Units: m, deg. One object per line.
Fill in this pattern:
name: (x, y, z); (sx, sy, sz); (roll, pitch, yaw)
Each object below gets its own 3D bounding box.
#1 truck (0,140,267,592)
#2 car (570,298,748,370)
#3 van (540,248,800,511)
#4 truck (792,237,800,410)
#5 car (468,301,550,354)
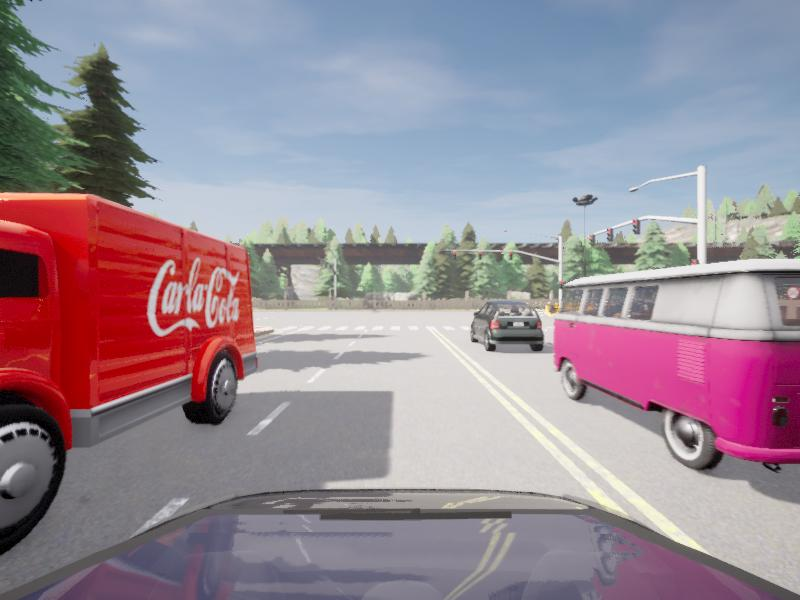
truck: (-3.499, 0.354, 3.961); (2.627, 2.467, 5.204); (0, 0, 0)
car: (6.999, 0.781, 11.632); (2.033, 1.649, 4.856); (0, 0, 0)
van: (3.500, 0.600, 5.235); (1.775, 1.987, 4.442); (0, 0, 0)
truck: (7.005, 0.369, 3.188); (2.627, 2.467, 5.204); (0, 1, 0)
car: (3.499, 0.818, 13.578); (1.789, 1.549, 3.705); (0, 0, 0)
